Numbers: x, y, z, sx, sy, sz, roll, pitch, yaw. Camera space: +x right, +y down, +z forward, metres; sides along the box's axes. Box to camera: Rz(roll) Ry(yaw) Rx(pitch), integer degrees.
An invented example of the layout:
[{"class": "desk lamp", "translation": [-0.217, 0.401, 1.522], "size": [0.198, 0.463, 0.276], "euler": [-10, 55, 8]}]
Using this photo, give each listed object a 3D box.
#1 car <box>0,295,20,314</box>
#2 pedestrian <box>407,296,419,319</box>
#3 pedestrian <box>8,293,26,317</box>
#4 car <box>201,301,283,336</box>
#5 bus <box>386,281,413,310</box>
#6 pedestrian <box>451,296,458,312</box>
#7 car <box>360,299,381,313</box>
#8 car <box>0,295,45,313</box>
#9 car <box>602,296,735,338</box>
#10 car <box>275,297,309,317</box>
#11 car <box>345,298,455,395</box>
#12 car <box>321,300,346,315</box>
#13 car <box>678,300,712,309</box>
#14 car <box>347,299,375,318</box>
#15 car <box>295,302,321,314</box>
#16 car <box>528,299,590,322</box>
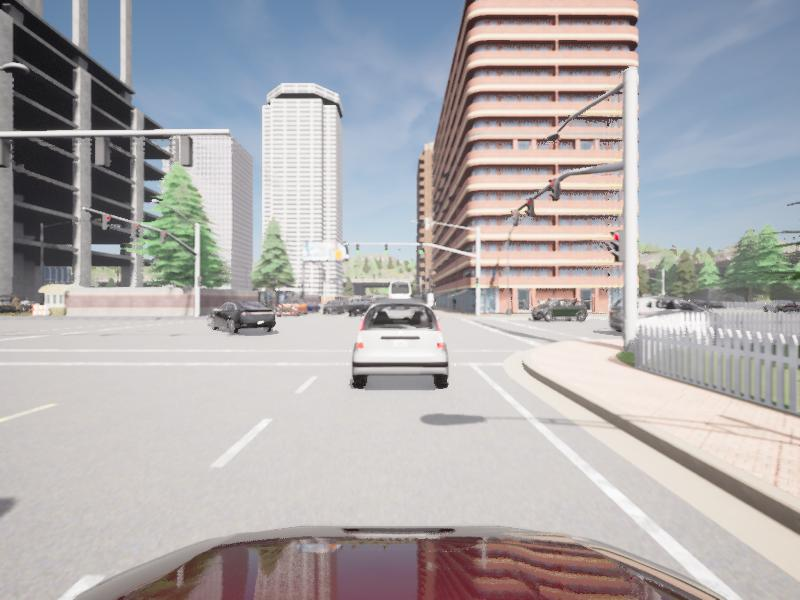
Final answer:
[{"class": "car", "translation": [-40.905, 0.405, 40.017], "size": [3.866, 1.878, 1.905], "euler": [0, 0, 0]}, {"class": "pedestrian", "translation": [1.053, 0.578, 32.867], "size": [0.751, 1.860, 0.751], "euler": [0, 0, -18]}, {"class": "pedestrian", "translation": [-30.652, 0.388, 32.020], "size": [0.751, 1.860, 0.751], "euler": [0, 0, 22]}, {"class": "car", "translation": [-7.845, 0.798, 19.600], "size": [2.128, 1.511, 4.902], "euler": [0, 0, -42]}, {"class": "bus", "translation": [-0.096, -0.627, 63.901], "size": [3.944, 4.253, 10.273], "euler": [0, -1, 0]}, {"class": "pedestrian", "translation": [6.379, 0.423, 46.988], "size": [0.751, 1.860, 0.751], "euler": [0, 0, -2]}, {"class": "car", "translation": [-3.490, 0.695, 48.074], "size": [2.242, 1.667, 4.611], "euler": [0, 0, 0]}, {"class": "car", "translation": [-40.908, 0.401, 42.958], "size": [3.866, 1.878, 1.905], "euler": [0, 0, 0]}, {"class": "car", "translation": [11.729, 0.678, 17.656], "size": [4.611, 1.667, 2.242], "euler": [0, 0, -10]}, {"class": "car", "translation": [-10.486, 0.643, 39.100], "size": [2.097, 1.767, 4.553], "euler": [0, 0, 0]}, {"class": "car", "translation": [0.006, 0.777, 8.700], "size": [1.851, 1.617, 3.988], "euler": [0, 0, 0]}, {"class": "car", "translation": [-6.981, 0.789, 42.591], "size": [1.837, 1.490, 4.892], "euler": [0, 0, 0]}, {"class": "car", "translation": [47.038, 0.700, 64.011], "size": [1.837, 1.490, 4.892], "euler": [0, 0, 0]}, {"class": "car", "translation": [-3.632, 0.721, 38.083], "size": [1.930, 1.638, 5.238], "euler": [0, 0, 3]}, {"class": "car", "translation": [-10.483, 0.883, 46.103], "size": [1.895, 1.301, 4.718], "euler": [0, 0, 0]}, {"class": "car", "translation": [11.168, 0.722, 28.174], "size": [3.705, 1.549, 1.789], "euler": [0, 0, -12]}]
